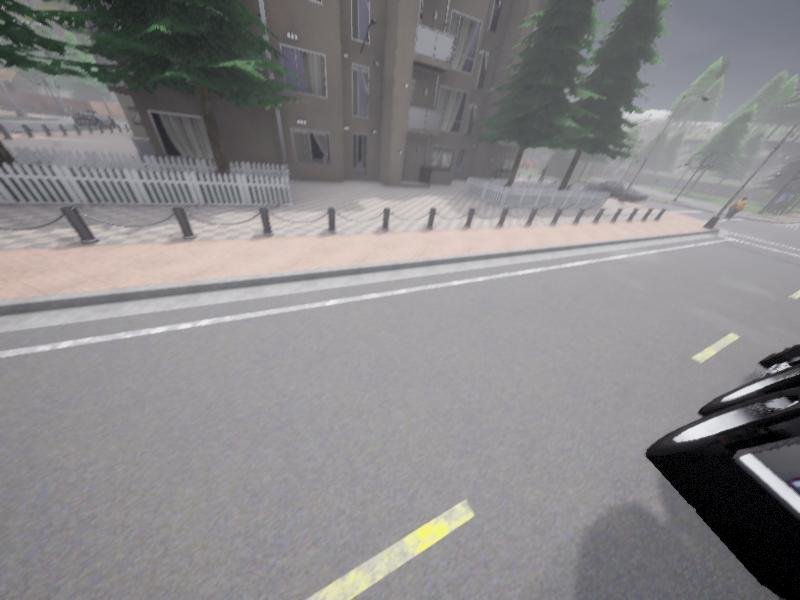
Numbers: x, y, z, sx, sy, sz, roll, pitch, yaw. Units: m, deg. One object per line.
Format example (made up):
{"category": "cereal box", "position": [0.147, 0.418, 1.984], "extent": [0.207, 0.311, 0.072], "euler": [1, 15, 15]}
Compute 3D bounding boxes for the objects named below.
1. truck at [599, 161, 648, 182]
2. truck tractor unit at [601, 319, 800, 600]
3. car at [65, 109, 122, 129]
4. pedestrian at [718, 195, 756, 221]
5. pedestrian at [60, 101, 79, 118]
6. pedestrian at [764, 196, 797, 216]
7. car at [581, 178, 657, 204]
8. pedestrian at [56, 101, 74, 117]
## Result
{"category": "truck", "position": [59.973, -34.668, 62.174], "extent": [2.891, 3.827, 8.468], "euler": [-24, 46, -37]}
{"category": "truck tractor unit", "position": [5.477, 0.355, 0.846], "extent": [6.516, 4.208, 3.053], "euler": [0, 45, -28]}
{"category": "car", "position": [-36.117, -21.488, 27.478], "extent": [2.038, 1.542, 4.974], "euler": [-9, 38, -22]}
{"category": "pedestrian", "position": [27.970, -7.660, 19.199], "extent": [0.751, 1.860, 0.751], "euler": [-9, 38, -22]}
{"category": "pedestrian", "position": [-51.492, -29.660, 35.994], "extent": [0.751, 1.860, 0.751], "euler": [-11, 39, -25]}
{"category": "pedestrian", "position": [40.751, -10.060, 24.752], "extent": [0.751, 1.860, 0.751], "euler": [-2, 36, -13]}
{"category": "car", "position": [22.408, -11.405, 23.978], "extent": [2.033, 1.411, 5.357], "euler": [-9, 38, -23]}
{"category": "pedestrian", "position": [-52.765, -30.089, 36.371], "extent": [0.751, 1.860, 0.751], "euler": [-13, 39, -26]}
